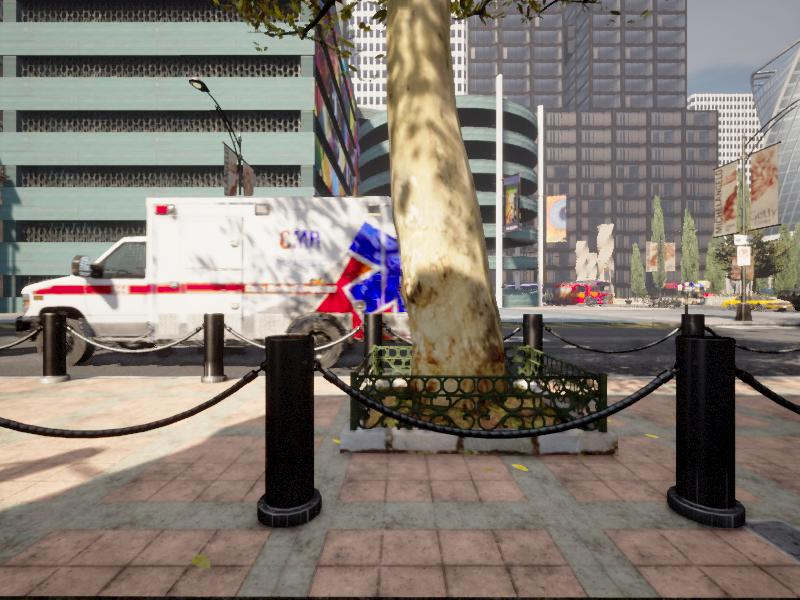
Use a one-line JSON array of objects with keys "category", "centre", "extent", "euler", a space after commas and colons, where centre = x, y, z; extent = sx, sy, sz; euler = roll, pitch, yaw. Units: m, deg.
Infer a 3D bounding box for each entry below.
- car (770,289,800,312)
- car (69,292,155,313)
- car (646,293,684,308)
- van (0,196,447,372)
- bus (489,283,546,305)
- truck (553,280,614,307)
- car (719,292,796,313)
[{"category": "car", "centre": [33.518, 0.046, 33.266], "extent": [1.905, 1.878, 3.866], "euler": [0, 0, 0]}, {"category": "car", "centre": [-21.193, 0.157, 29.591], "extent": [4.786, 1.482, 2.161], "euler": [0, 0, 0]}, {"category": "car", "centre": [33.186, 0.045, 50.265], "extent": [1.905, 1.878, 3.866], "euler": [0, 0, -6]}, {"category": "van", "centre": [-2.528, -0.222, 6.715], "extent": [6.366, 2.431, 2.351], "euler": [0, 0, 0]}, {"category": "bus", "centre": [23.836, -1.139, 81.557], "extent": [10.273, 4.253, 3.944], "euler": [0, 0, 36]}, {"category": "truck", "centre": [27.265, -0.921, 59.986], "extent": [2.891, 3.827, 8.468], "euler": [0, 0, -25]}, {"category": "car", "centre": [30.032, 0.203, 33.895], "extent": [1.801, 1.575, 5.366], "euler": [0, 0, 0]}]
